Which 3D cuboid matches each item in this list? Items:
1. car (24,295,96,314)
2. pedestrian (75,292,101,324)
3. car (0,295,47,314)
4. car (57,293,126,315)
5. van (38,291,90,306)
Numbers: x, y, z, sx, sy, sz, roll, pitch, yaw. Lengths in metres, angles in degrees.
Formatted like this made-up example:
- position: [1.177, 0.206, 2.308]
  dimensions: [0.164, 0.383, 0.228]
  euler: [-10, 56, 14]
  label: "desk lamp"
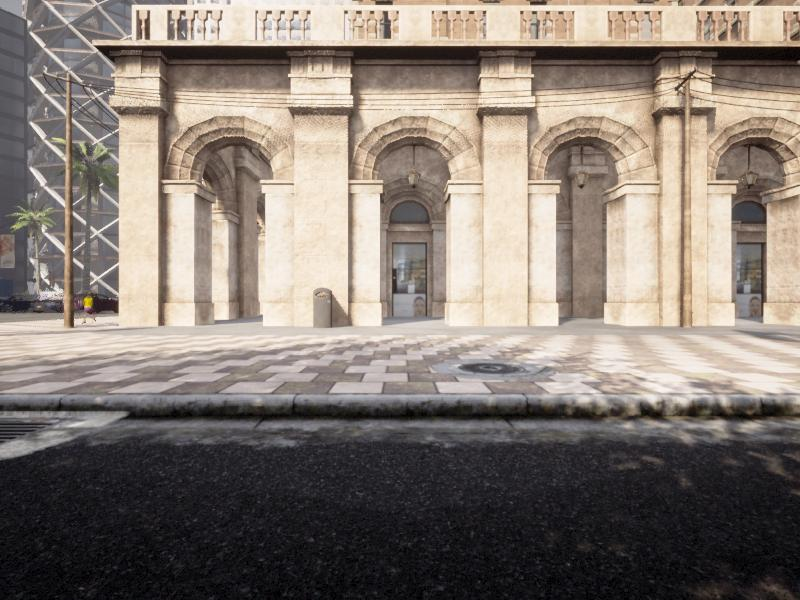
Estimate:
- position: [-25.831, 0.306, 30.624]
  dimensions: [1.994, 1.385, 4.181]
  euler: [0, 0, 0]
  label: "car"
- position: [-10.722, 0.265, 13.757]
  dimensions: [0.500, 1.100, 0.500]
  euler: [0, 0, 0]
  label: "pedestrian"
- position: [-29.338, 0.307, 30.010]
  dimensions: [1.994, 1.385, 4.181]
  euler: [0, 0, -1]
  label: "car"
- position: [-22.326, 0.254, 29.207]
  dimensions: [1.816, 1.474, 4.193]
  euler: [0, 0, 0]
  label: "car"
- position: [-57.352, -0.228, 68.367]
  dimensions: [6.366, 2.431, 2.351]
  euler: [0, 0, -15]
  label: "van"
